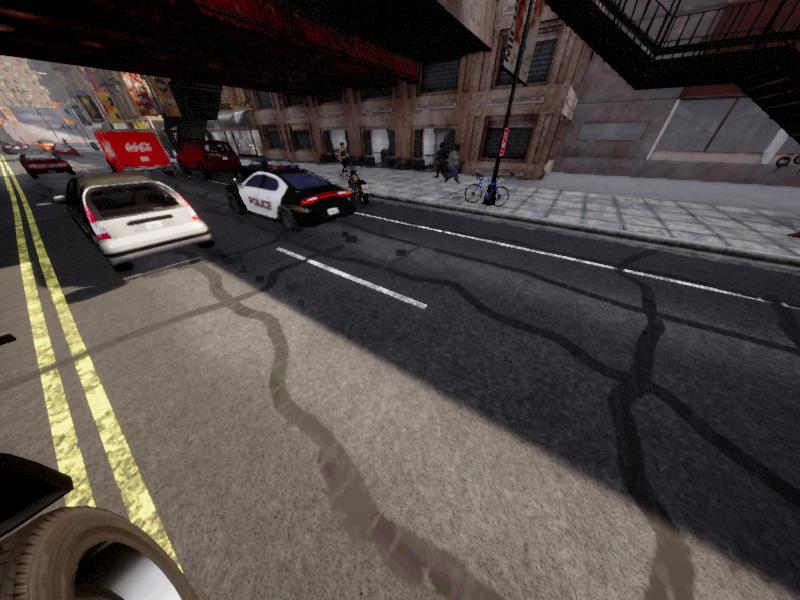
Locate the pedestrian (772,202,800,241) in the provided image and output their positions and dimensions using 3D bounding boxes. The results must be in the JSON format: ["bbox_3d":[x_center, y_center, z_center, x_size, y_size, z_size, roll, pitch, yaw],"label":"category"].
[{"bbox_3d":[10.303,-2.337,5.367,0.751,1.860,0.751,22,41,28],"label":"pedestrian"}]

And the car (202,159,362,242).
[{"bbox_3d":[-3.855,-3.488,7.509,4.974,1.542,2.038,23,41,28],"label":"car"}]

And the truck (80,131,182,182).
[{"bbox_3d":[-17.481,-9.457,15.068,5.204,2.467,2.627,22,41,28],"label":"truck"}]

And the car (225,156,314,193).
[{"bbox_3d":[-7.118,-6.966,12.609,4.718,1.301,1.895,22,41,28],"label":"car"}]

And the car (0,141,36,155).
[{"bbox_3d":[-56.980,-22.565,34.217,4.611,1.667,2.242,20,40,25],"label":"car"}]

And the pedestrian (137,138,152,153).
[{"bbox_3d":[-38.450,-23.300,34.785,0.751,1.860,0.751,28,44,34],"label":"pedestrian"}]

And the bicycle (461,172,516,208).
[{"bbox_3d":[3.217,-4.066,8.521,1.643,1.024,0.373,22,31,28],"label":"bicycle"}]

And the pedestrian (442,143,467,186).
[{"bbox_3d":[2.769,-6.954,11.866,0.751,1.860,0.751,-30,45,-35],"label":"pedestrian"}]

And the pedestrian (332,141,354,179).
[{"bbox_3d":[-3.372,-8.337,13.788,0.751,1.860,0.751,21,40,27],"label":"pedestrian"}]

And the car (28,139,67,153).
[{"bbox_3d":[-57.548,-25.190,37.716,4.553,1.767,2.097,17,38,22],"label":"car"}]

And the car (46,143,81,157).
[{"bbox_3d":[-46.146,-20.614,31.660,4.181,1.385,1.994,22,41,28],"label":"car"}]

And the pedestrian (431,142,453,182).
[{"bbox_3d":[2.343,-7.782,13.037,0.751,1.860,0.751,24,42,30],"label":"pedestrian"}]

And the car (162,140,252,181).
[{"bbox_3d":[-13.208,-9.701,15.813,5.566,2.045,2.435,22,41,28],"label":"car"}]

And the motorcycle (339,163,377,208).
[{"bbox_3d":[-1.770,-4.765,9.506,0.764,1.277,2.356,-15,38,-21],"label":"motorcycle"}]

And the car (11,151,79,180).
[{"bbox_3d":[-24.404,-9.324,15.856,4.718,1.301,1.895,22,41,28],"label":"car"}]

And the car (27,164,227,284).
[{"bbox_3d":[-6.325,-2.064,5.404,3.988,1.617,1.851,22,41,28],"label":"car"}]
